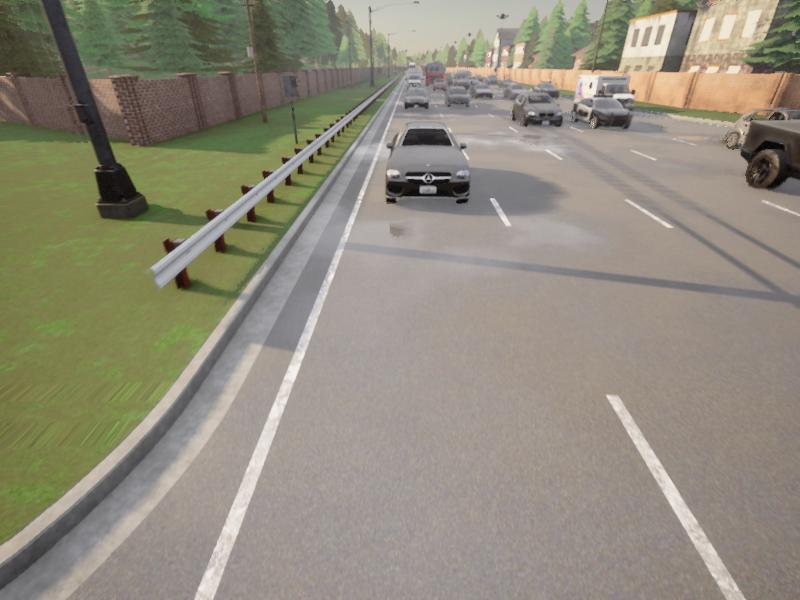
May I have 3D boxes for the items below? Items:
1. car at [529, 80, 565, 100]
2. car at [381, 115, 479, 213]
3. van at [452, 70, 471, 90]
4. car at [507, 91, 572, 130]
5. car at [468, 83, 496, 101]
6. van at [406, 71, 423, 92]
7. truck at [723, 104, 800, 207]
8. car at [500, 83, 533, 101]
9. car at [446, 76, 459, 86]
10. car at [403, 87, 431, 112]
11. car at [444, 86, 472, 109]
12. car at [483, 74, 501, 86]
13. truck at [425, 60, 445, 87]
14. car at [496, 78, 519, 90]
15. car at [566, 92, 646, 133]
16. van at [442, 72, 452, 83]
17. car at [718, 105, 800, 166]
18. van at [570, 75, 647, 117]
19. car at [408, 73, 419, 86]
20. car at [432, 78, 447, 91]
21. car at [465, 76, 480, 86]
[{"bbox_3d":[15.636,-22.504,42.859,1.930,1.638,5.238,1,31,1],"label":"car"},{"bbox_3d":[0.725,-4.107,11.415,2.152,1.651,5.027,1,30,1],"label":"car"},{"bbox_3d":[9.132,-33.091,60.027,1.988,2.561,5.915,1,30,1],"label":"van"},{"bbox_3d":[8.081,-11.324,23.710,2.242,1.667,4.611,1,30,1],"label":"car"},{"bbox_3d":[8.618,-22.097,42.406,2.033,1.411,5.357,1,30,1],"label":"car"},{"bbox_3d":[2.050,-31.365,57.218,2.351,2.431,6.366,1,30,1],"label":"van"},{"bbox_3d":[11.166,-3.083,9.199,2.390,2.098,6.274,1,30,1],"label":"truck"},{"bbox_3d":[12.102,-21.749,41.811,2.033,1.411,5.357,1,30,1],"label":"car"},{"bbox_3d":[9.476,-39.554,72.084,1.845,1.501,3.633,1,30,1],"label":"car"},{"bbox_3d":[1.336,-16.439,32.643,2.163,1.488,4.792,1,30,1],"label":"car"},{"bbox_3d":[4.885,-17.393,34.263,1.837,1.490,4.892,1,30,1],"label":"car"},{"bbox_3d":[16.470,-39.468,71.720,2.097,1.767,4.553,1,30,1],"label":"car"},{"bbox_3d":[5.907,-39.234,69.292,2.891,3.827,8.468,1,30,1],"label":"truck"},{"bbox_3d":[16.138,-32.603,60.358,2.033,1.411,5.357,1,30,1],"label":"car"},{"bbox_3d":[11.562,-10.867,22.960,1.930,1.638,5.238,1,31,1],"label":"car"},{"bbox_3d":[9.814,-46.571,83.665,1.775,1.987,4.442,1,30,1],"label":"van"},{"bbox_3d":[14.844,-6.442,15.429,1.851,1.617,3.988,1,30,1],"label":"car"},{"bbox_3d":[15.265,-15.367,29.876,2.351,2.431,6.366,1,30,1],"label":"van"},{"bbox_3d":[2.466,-39.504,71.690,1.932,1.855,4.605,1,30,1],"label":"car"},{"bbox_3d":[5.513,-30.199,56.085,1.845,1.501,3.633,1,30,1],"label":"car"},{"bbox_3d":[12.971,-39.316,71.852,1.970,1.475,3.806,1,30,1],"label":"car"}]
